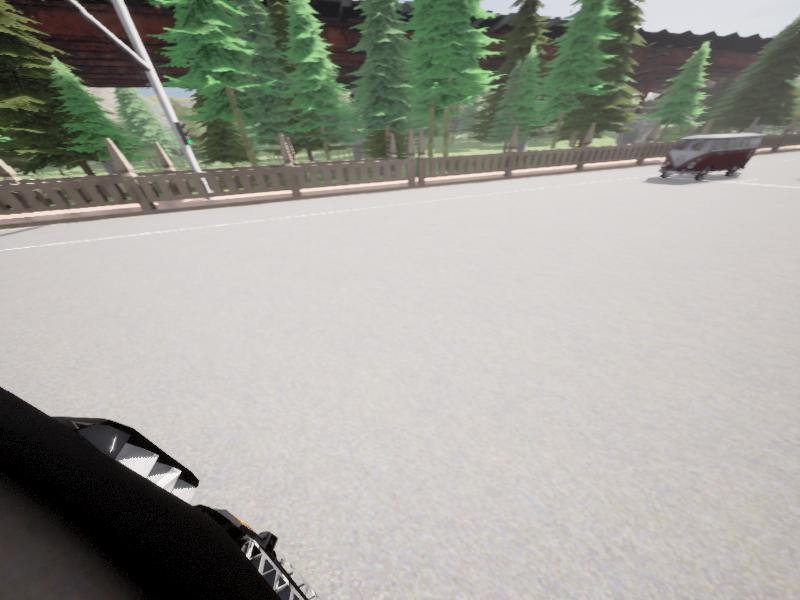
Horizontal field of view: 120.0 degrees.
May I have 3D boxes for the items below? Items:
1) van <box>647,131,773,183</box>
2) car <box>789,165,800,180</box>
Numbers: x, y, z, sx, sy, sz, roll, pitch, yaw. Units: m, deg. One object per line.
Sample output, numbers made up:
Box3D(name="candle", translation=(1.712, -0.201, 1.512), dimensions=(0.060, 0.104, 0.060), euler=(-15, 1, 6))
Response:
Box3D(name="van", translation=(16.157, -7.553, 12.195), dimensions=(4.442, 1.987, 1.775), euler=(-12, 35, -14))
Box3D(name="car", translation=(21.699, -6.510, 10.641), dimensions=(4.902, 1.511, 2.128), euler=(-12, 35, -14))
